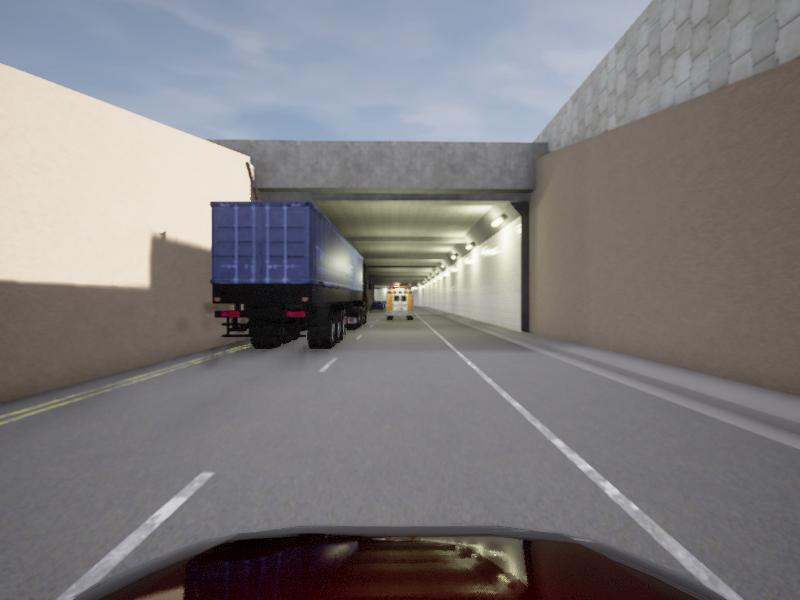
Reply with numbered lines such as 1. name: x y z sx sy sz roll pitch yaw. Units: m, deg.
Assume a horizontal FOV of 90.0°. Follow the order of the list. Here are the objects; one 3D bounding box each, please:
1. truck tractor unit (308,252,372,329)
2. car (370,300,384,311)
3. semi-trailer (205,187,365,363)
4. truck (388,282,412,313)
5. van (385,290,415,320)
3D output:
1. truck tractor unit: -3.488 -0.517 25.028 3.053 4.208 6.516 0 0 0
2. car: -3.478 0.835 62.249 1.882 1.535 5.008 0 0 0
3. semi-trailer: -3.492 -0.616 17.111 2.717 4.402 14.254 0 0 0
4. truck: 0.027 -0.310 52.925 2.891 3.827 8.468 0 0 0
5. van: 0.013 0.384 34.983 2.351 2.431 6.366 0 0 0
